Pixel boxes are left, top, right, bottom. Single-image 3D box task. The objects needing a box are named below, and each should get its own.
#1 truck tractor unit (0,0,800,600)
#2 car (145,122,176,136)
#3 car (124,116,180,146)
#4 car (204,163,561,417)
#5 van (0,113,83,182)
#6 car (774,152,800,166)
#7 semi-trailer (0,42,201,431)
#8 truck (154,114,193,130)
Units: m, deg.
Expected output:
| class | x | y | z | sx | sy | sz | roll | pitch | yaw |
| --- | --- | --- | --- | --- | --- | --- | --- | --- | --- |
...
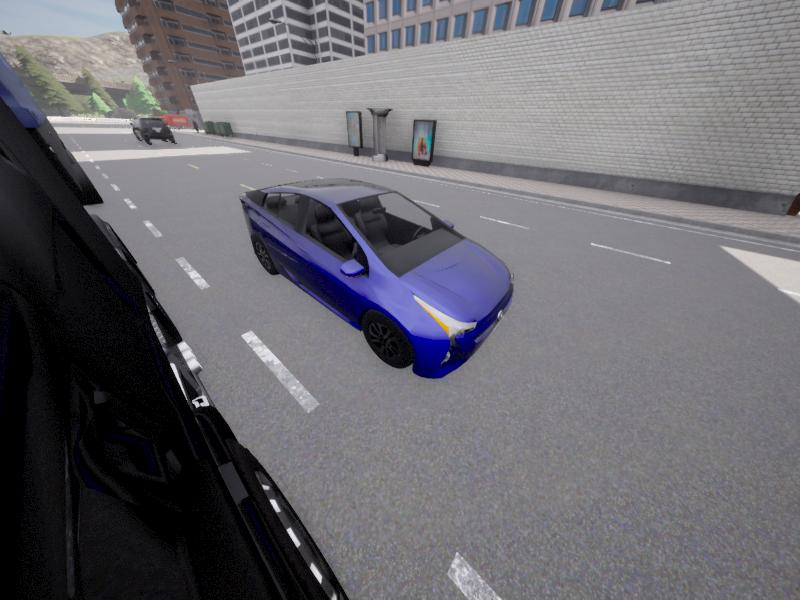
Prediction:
| class | x | y | z | sx | sy | sz | roll | pitch | yaw |
| --- | --- | --- | --- | --- | --- | --- | --- | --- | --- |
| truck tractor unit | -2.645 | -0.295 | 0.352 | 6.516 | 4.208 | 3.053 | 28 | 44 | 30 |
| car | -33.523 | -23.956 | 32.322 | 4.193 | 1.474 | 1.816 | 28 | 44 | 30 |
| car | -23.752 | -16.213 | 22.109 | 5.566 | 2.045 | 2.150 | 28 | 44 | 30 |
| car | -0.641 | -0.865 | 3.483 | 4.514 | 1.525 | 2.007 | 28 | 44 | 30 |
| van | -15.688 | -6.510 | 9.671 | 4.480 | 2.038 | 2.069 | 29 | 44 | 32 |
| car | 58.494 | -20.820 | 34.056 | 2.033 | 1.411 | 5.357 | 28 | 44 | 30 |
| semi-trailer | -8.689 | -3.612 | 4.235 | 14.254 | 4.402 | 2.717 | 28 | 44 | 30 |
| truck | -49.451 | -38.879 | 50.526 | 5.204 | 2.467 | 2.627 | -28 | 46 | -34 |
